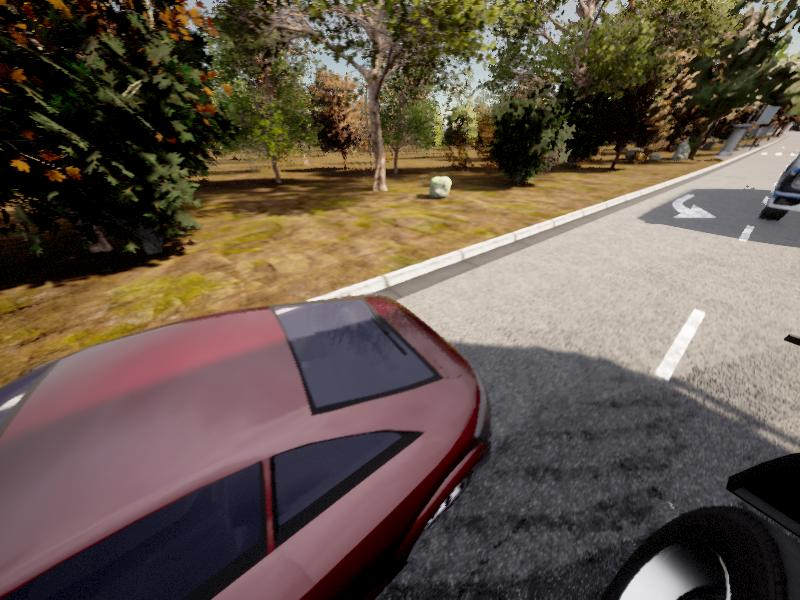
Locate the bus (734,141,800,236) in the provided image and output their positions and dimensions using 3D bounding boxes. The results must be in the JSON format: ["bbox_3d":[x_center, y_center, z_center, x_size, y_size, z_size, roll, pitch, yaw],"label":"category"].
[{"bbox_3d":[15.661,-4.842,7.022,10.273,4.253,3.944,-22,41,-28],"label":"bus"}]

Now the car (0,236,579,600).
[{"bbox_3d":[-1.373,1.036,1.263,4.181,1.385,1.994,-22,41,-28],"label":"car"}]
